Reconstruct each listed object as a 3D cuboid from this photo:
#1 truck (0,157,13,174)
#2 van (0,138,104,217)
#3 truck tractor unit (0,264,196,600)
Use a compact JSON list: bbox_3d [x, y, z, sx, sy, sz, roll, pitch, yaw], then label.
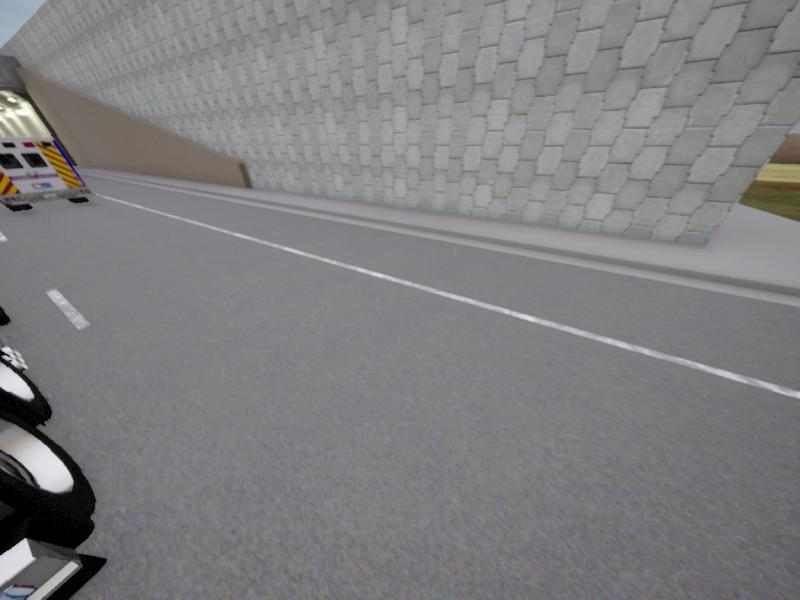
[{"bbox_3d":[-39.805,-13.682,20.759,8.468,3.827,2.891,18,39,24],"label":"truck"},{"bbox_3d":[-16.527,-5.560,10.059,6.366,2.431,2.351,18,39,24],"label":"van"},{"bbox_3d":[-5.112,-0.299,0.794,6.516,4.208,3.053,18,38,24],"label":"truck tractor unit"}]
